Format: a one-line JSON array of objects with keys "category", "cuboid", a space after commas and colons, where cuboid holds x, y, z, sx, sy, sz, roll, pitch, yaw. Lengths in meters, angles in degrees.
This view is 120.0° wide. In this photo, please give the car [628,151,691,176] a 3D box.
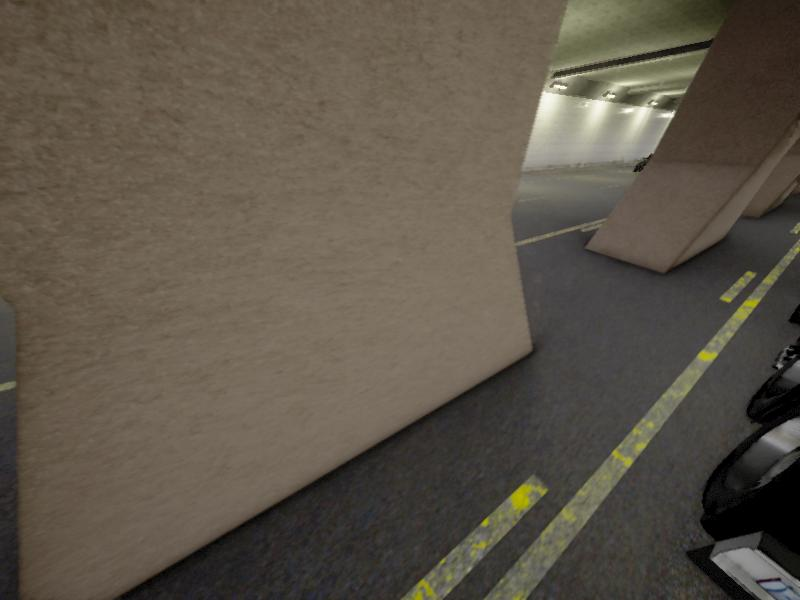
[{"category": "car", "cuboid": [21.948, -11.598, 19.536, 4.892, 1.490, 1.837, -18, 39, -24]}]

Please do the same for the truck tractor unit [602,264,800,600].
[{"category": "truck tractor unit", "cuboid": [5.108, -0.304, 0.786, 6.516, 4.208, 3.053, -18, 39, -24]}]
